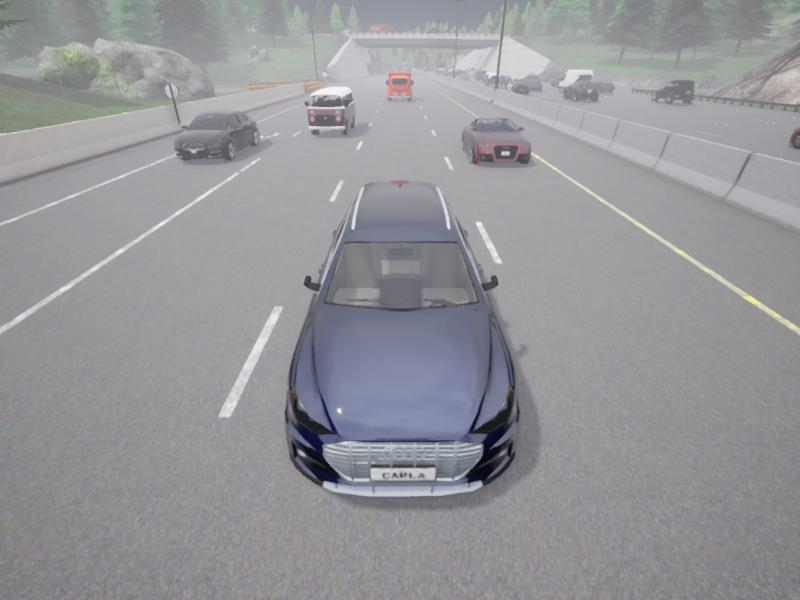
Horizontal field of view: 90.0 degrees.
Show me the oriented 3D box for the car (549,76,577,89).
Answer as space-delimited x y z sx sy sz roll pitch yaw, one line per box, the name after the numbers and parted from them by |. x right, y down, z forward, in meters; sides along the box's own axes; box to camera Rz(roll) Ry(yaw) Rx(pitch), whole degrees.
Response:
24.471 -32.824 60.238 2.242 1.667 4.611 0 30 0 | car

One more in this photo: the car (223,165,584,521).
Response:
0.010 -0.236 4.764 2.033 1.649 4.856 0 30 0 | car

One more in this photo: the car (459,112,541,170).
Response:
3.492 -6.014 14.865 1.994 1.385 4.181 0 30 0 | car

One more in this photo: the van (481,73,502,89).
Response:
13.971 -33.515 61.058 2.069 2.038 4.480 0 30 0 | van

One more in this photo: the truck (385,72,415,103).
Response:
-0.016 -20.504 38.464 2.627 2.467 5.204 0 30 0 | truck

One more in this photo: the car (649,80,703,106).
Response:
24.485 -18.548 35.701 1.905 1.878 3.866 0 30 0 | car

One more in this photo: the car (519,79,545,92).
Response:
17.475 -28.528 53.226 1.994 1.385 4.181 0 30 0 | car

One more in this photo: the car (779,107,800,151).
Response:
17.327 -6.168 14.972 2.007 1.525 4.514 1 30 2 | car

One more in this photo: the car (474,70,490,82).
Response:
17.461 -47.916 85.595 2.150 2.045 5.566 0 30 0 | car

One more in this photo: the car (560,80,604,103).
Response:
17.482 -20.269 38.733 2.097 1.767 4.553 0 30 0 | car

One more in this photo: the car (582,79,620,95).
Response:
24.478 -26.107 48.960 2.128 1.511 4.902 0 30 0 | car

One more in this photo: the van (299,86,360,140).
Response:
-3.359 -9.515 20.167 2.069 2.038 4.480 1 30 2 | van

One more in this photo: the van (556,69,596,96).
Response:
20.982 -26.148 48.017 1.988 2.561 5.915 0 31 0 | van

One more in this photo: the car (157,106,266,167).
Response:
-6.987 -6.483 15.539 1.837 1.490 4.892 0 30 0 | car

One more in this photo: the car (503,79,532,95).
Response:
13.977 -25.491 47.881 2.038 1.542 4.974 0 30 0 | car

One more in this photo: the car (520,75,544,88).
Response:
20.972 -34.862 63.718 2.242 1.667 4.611 0 30 0 | car
